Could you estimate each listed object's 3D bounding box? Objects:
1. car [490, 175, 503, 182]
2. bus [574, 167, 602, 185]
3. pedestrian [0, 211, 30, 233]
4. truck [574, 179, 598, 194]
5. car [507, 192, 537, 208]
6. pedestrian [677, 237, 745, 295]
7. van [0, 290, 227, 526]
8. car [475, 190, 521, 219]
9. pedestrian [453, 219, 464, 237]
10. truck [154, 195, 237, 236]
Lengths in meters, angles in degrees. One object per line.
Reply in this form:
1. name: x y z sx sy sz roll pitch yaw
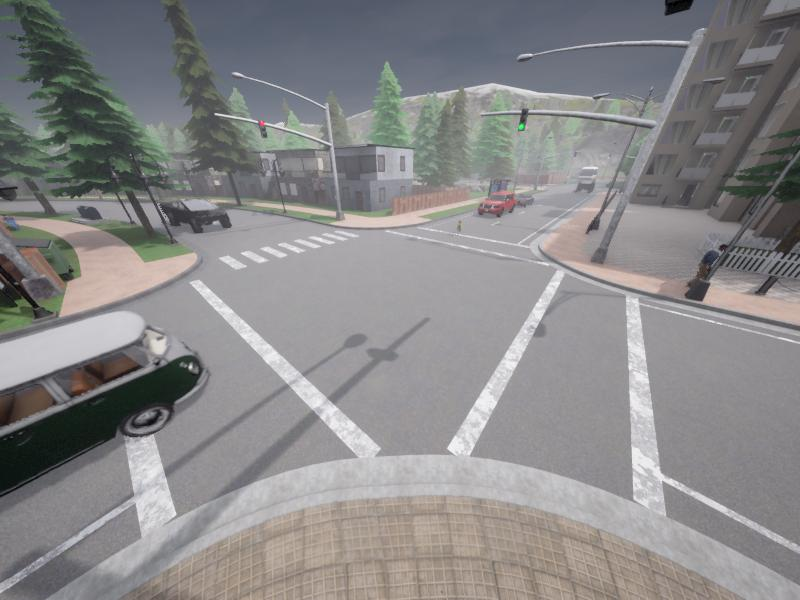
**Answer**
1. car: 29.590 -37.325 71.038 1.932 1.855 4.605 23 37 34
2. bus: 53.958 -35.694 66.140 3.944 4.253 10.273 24 38 35
3. pedestrian: -27.924 -5.606 16.586 0.751 1.300 0.751 9 31 15
4. truck: 35.680 -21.805 44.237 2.390 2.098 6.274 24 38 35
5. car: 15.349 -12.575 28.979 1.994 1.385 4.181 24 38 35
6. pedestrian: 11.400 -1.264 8.572 0.751 1.860 0.751 25 39 37
7. van: -5.854 1.771 3.512 1.775 1.987 4.442 23 37 34
8. car: 10.071 -9.866 23.608 2.150 2.045 5.566 24 38 35
9. pedestrian: 4.111 -5.078 16.213 0.500 1.100 0.500 19 35 30
10. truck: -16.172 -6.830 18.258 6.274 2.098 2.390 18 34 27
